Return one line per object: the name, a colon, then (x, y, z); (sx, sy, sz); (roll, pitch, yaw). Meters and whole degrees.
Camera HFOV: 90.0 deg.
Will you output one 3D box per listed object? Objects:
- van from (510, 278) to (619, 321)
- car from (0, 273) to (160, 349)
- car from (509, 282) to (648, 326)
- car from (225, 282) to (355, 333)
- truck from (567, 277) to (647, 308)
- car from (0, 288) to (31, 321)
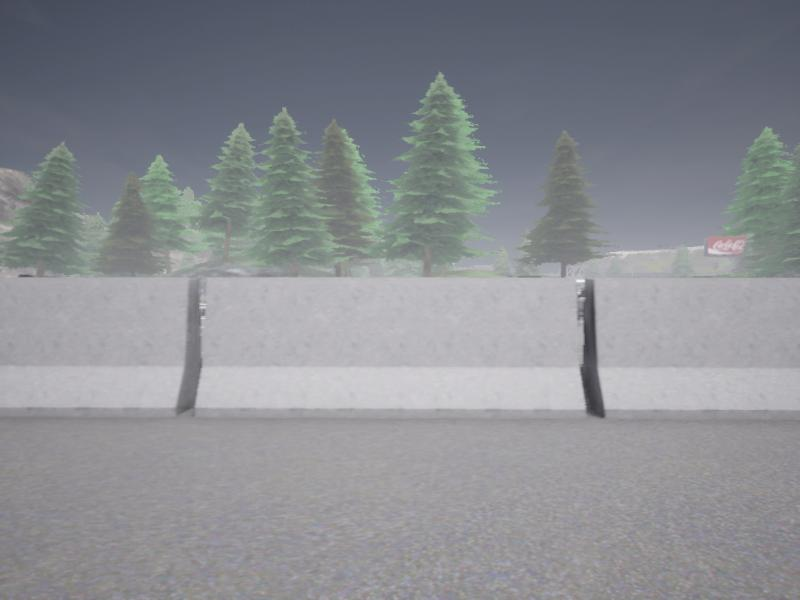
van: (7.957, -0.023, 19.700); (4.480, 2.038, 2.069); (0, 0, 0)
car: (-8.628, 0.218, 9.201); (4.974, 1.542, 2.038); (0, 0, 0)
car: (7.027, 0.163, 16.198); (4.611, 1.667, 2.242); (0, 0, 0)
car: (-3.343, 0.220, 12.706); (3.633, 1.501, 1.845); (0, 0, 0)
truck: (25.739, -0.898, 50.091); (8.468, 3.827, 2.891); (0, 0, 7)
car: (-21.602, 0.204, 19.703); (4.974, 1.542, 2.038); (0, 0, 0)
